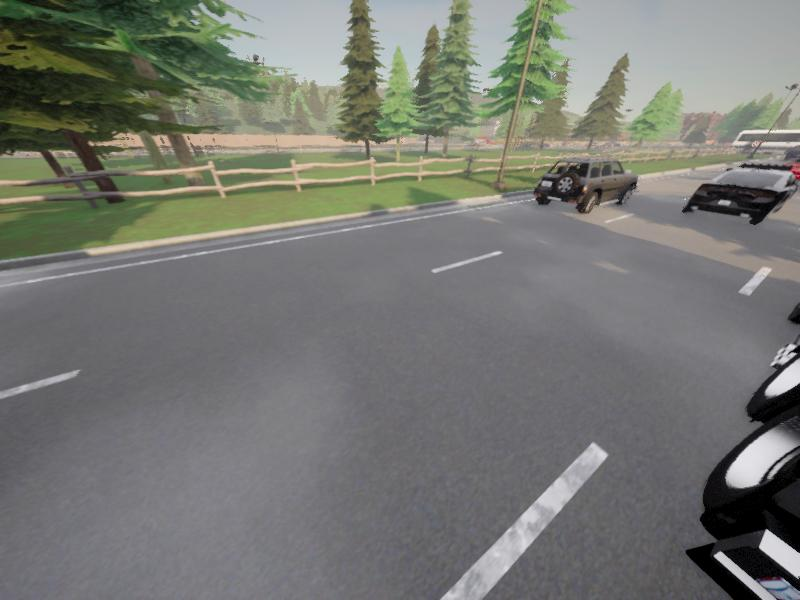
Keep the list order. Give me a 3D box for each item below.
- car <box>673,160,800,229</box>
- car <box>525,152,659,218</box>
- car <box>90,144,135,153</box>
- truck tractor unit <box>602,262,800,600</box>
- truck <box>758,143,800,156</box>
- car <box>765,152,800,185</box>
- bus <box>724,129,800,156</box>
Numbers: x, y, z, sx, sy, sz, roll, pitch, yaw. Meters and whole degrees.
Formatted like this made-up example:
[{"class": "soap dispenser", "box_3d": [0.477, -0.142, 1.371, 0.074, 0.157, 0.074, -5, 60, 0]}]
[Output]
[{"class": "car", "box_3d": [13.020, -4.131, 8.626, 5.238, 1.638, 1.930, -18, 39, -24]}, {"class": "car", "box_3d": [7.655, -4.790, 9.315, 4.605, 1.855, 1.932, -18, 39, -24]}, {"class": "car", "box_3d": [-52.145, -27.592, 42.010, 4.718, 1.301, 1.895, -18, 39, -25]}, {"class": "truck tractor unit", "box_3d": [5.113, -0.297, 0.785, 6.516, 4.208, 3.053, -18, 39, -24]}, {"class": "truck", "box_3d": [81.055, -31.588, 48.308, 2.390, 2.098, 6.274, -18, 39, -24]}, {"class": "car", "box_3d": [27.913, -8.995, 15.728, 4.611, 1.667, 2.242, -18, 39, -24]}, {"class": "bus", "box_3d": [77.074, -32.592, 47.825, 3.944, 4.253, 10.273, -18, 39, -24]}]
